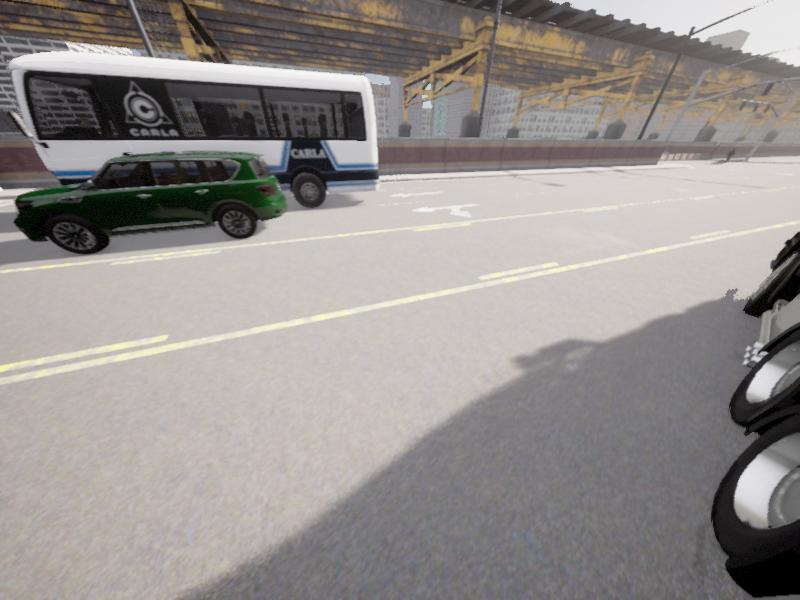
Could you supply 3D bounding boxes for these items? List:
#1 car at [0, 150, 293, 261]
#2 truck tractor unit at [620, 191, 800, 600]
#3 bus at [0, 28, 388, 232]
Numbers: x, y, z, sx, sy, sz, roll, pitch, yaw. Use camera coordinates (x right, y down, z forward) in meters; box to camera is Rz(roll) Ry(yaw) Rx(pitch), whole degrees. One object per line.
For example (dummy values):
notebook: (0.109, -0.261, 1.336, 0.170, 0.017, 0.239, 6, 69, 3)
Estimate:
car: (-6.171, -2.820, 6.291, 5.566, 2.045, 2.150, -11, 36, -16)
truck tractor unit: (4.977, -0.414, 0.967, 6.516, 4.208, 3.053, -23, 40, -30)
bus: (-6.021, -5.794, 8.663, 10.273, 4.253, 3.944, -11, 36, -16)
